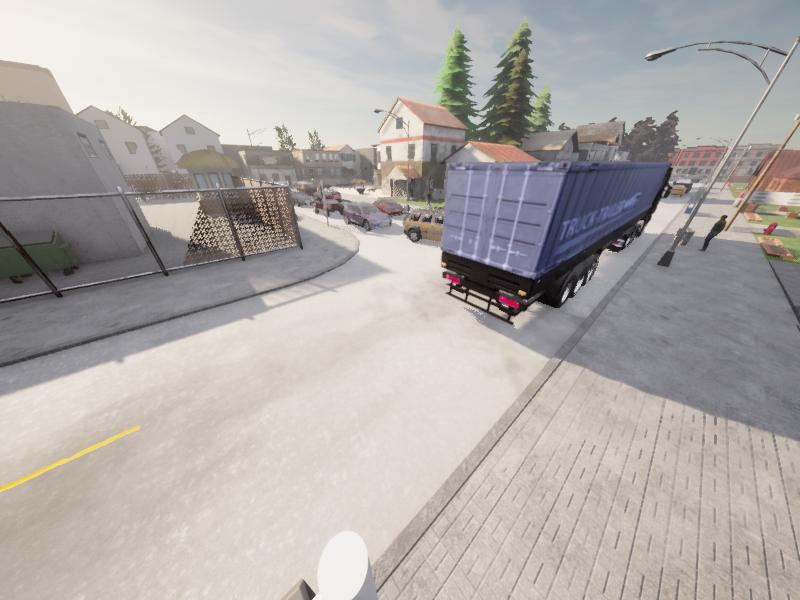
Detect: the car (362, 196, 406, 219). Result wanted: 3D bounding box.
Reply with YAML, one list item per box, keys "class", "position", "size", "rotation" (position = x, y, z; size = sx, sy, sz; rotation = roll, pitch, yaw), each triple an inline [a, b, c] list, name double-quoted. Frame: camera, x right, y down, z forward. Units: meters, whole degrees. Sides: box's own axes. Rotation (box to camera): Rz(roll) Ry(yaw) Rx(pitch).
- class: "car"
  position: [-1.587, -8.880, 22.016]
  size: [1.994, 1.385, 4.181]
  rotation: [-23, 37, -34]

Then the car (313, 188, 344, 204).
- class: "car"
  position: [-9.269, -13.511, 29.877]
  size: [2.007, 1.525, 4.514]
  rotation: [-23, 37, -34]

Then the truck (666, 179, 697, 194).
- class: "truck"
  position: [49.349, -19.950, 40.461]
  size: [6.274, 2.098, 2.390]
  rotation: [-23, 37, -34]

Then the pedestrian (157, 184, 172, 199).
- class: "pedestrian"
  position: [-32.484, -14.997, 31.865]
  size: [0.751, 1.860, 0.751]
  rotation: [-17, 34, -27]

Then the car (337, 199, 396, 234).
- class: "car"
  position: [-2.619, -6.464, 17.574]
  size: [2.033, 1.649, 4.856]
  rotation: [-23, 37, -34]

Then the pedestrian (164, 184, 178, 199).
- class: "pedestrian"
  position: [-31.611, -14.999, 31.870]
  size: [0.751, 1.860, 0.751]
  rotation: [-24, 38, -35]

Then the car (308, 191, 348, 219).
- class: "car"
  position: [-6.867, -9.105, 21.884]
  size: [1.905, 1.878, 3.866]
  rotation: [-23, 37, -34]

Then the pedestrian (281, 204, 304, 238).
- class: "pedestrian"
  position: [-6.701, -4.925, 14.403]
  size: [0.751, 1.860, 0.751]
  rotation: [-20, 36, -31]

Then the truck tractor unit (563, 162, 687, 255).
- class: "truck tractor unit"
  position: [13.400, -5.801, 13.826]
  size: [6.516, 4.208, 3.053]
  rotation: [-23, 37, -34]

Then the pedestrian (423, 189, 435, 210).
- class: "pedestrian"
  position: [2.972, -10.375, 23.860]
  size: [0.751, 1.860, 0.751]
  rotation: [-23, 37, -34]

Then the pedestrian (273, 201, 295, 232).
- class: "pedestrian"
  position: [-7.834, -5.667, 15.688]
  size: [0.751, 1.860, 0.751]
  rotation: [-23, 37, -34]

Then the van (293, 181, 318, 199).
- class: "van"
  position: [-14.329, -16.726, 34.991]
  size: [1.775, 1.987, 4.442]
  rotation: [-23, 37, -34]

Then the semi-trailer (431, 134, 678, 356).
- class: "semi-trailer"
  position: [7.335, -3.343, 9.376]
  size: [14.254, 4.402, 2.717]
  rotation: [-23, 37, -34]

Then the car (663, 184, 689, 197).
- class: "car"
  position: [43.629, -17.307, 36.445]
  size: [5.008, 1.535, 1.882]
  rotation: [-23, 37, -34]

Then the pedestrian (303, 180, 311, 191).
- class: "pedestrian"
  position: [-16.645, -20.578, 41.504]
  size: [0.751, 1.860, 0.751]
  rotation: [12, 32, 20]

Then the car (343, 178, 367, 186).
- class: "car"
  position: [-11.035, -29.263, 57.110]
  size: [5.366, 1.575, 1.801]
  rotation: [-24, 37, -35]

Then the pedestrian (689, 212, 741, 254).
- class: "pedestrian"
  position: [16.017, -3.428, 11.827]
  size: [0.751, 1.860, 0.751]
  rotation: [20, 35, 30]

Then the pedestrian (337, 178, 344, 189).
- class: "pedestrian"
  position: [-12.106, -23.748, 47.005]
  size: [0.751, 1.860, 0.751]
  rotation: [-18, 34, -28]

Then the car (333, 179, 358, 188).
- class: "car"
  position: [-12.144, -26.093, 51.719]
  size: [4.792, 1.488, 2.163]
  rotation: [-23, 37, -34]

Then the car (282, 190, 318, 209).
- class: "car"
  position: [-11.683, -11.814, 26.956]
  size: [2.128, 1.511, 4.902]
  rotation: [-23, 37, -34]

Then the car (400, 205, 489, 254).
- class: "car"
  position: [2.425, -4.261, 13.508]
  size: [4.605, 1.855, 1.932]
  rotation: [19, 35, 30]

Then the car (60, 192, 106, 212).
- class: "car"
  position: [-33.330, -10.450, 24.440]
  size: [1.816, 1.474, 4.193]
  rotation: [-23, 37, -34]
